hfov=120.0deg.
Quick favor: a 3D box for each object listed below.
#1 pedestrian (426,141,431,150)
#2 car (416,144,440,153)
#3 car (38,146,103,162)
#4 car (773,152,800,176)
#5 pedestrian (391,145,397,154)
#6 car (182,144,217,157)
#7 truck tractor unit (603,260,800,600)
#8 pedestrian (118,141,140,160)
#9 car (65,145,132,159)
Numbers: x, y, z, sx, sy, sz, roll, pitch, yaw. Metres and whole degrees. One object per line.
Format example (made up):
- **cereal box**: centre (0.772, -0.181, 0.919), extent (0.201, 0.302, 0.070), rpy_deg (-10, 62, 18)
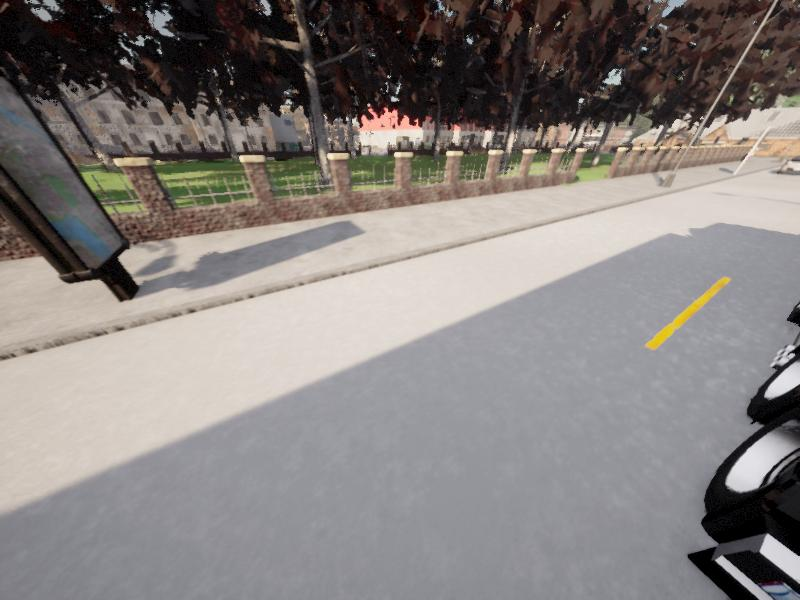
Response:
- **pedestrian**: centre (6.993, -38.003, 56.842), extent (0.751, 1.860, 0.751), rpy_deg (-21, 40, -27)
- **car**: centre (5.892, -32.084, 48.842), extent (4.514, 1.525, 2.007), rpy_deg (-18, 39, -25)
- **car**: centre (-38.637, -17.308, 27.264), extent (3.806, 1.475, 1.970), rpy_deg (-19, 39, -25)
- **car**: centre (33.736, -11.420, 19.372), extent (3.633, 1.501, 1.845), rpy_deg (-19, 39, -26)
- **pedestrian**: centre (-1.090, -26.608, 40.882), extent (0.751, 1.300, 0.751), rpy_deg (-18, 39, -25)
- **car**: centre (-30.332, -22.749, 35.105), extent (3.633, 1.501, 1.845), rpy_deg (-19, 39, -25)
- **truck tractor unit**: centre (5.101, -0.310, 0.795), extent (6.516, 4.208, 3.053), rpy_deg (-19, 39, -24)
- **pedestrian**: centre (-31.677, -17.501, 27.040), extent (0.751, 1.860, 0.751), rpy_deg (-12, 37, -17)
- **car**: centre (-39.624, -19.658, 30.602), extent (4.902, 1.511, 2.128), rpy_deg (-18, 39, -25)
